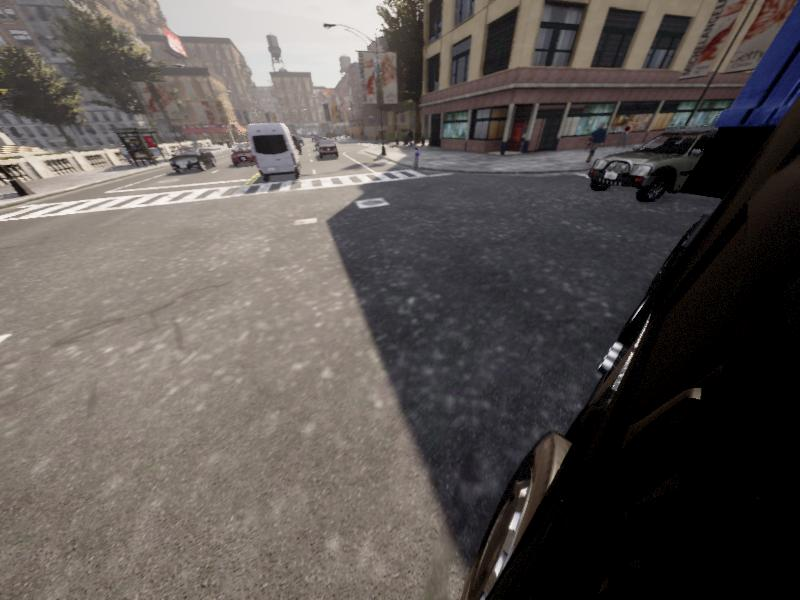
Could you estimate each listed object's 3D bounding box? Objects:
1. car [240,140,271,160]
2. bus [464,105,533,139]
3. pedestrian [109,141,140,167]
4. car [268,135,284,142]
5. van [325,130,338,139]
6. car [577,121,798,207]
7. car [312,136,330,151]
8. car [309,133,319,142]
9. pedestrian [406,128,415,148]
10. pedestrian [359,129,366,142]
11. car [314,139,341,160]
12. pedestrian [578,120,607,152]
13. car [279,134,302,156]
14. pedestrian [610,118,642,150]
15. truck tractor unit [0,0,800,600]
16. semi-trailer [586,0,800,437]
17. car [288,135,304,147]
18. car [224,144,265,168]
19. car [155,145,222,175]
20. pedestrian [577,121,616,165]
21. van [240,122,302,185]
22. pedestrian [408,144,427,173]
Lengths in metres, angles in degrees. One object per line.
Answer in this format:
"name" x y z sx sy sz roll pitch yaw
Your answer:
"car" -15.789 -16.627 25.474 1.882 1.535 5.008 -14 38 -15
"bus" 17.175 -31.298 40.752 10.273 4.253 3.944 -13 38 -14
"pedestrian" -24.839 -13.181 20.871 0.751 1.860 0.751 -7 37 -6
"car" -35.849 -46.734 66.870 2.002 1.452 4.674 -1 37 2
"van" -21.257 -51.280 71.592 1.775 1.987 4.442 4 37 9
"car" 8.965 -4.545 7.581 4.605 1.855 1.932 -10 38 -9
"car" -10.942 -21.520 31.750 1.816 1.474 4.193 -13 38 -14
"car" -20.559 -38.936 55.425 1.851 1.617 3.988 -11 38 -11
"pedestrian" 1.213 -18.694 26.631 0.751 1.860 0.751 -12 38 -12
"pedestrian" -6.988 -30.835 43.303 0.751 1.860 0.751 -30 45 -31
"car" -7.487 -15.432 23.497 2.033 1.411 5.357 -13 38 -13
"pedestrian" 14.012 -11.972 16.897 0.751 1.860 0.751 -13 38 -14
"car" -12.803 -18.344 27.289 1.905 1.878 3.866 -13 38 -13
"pedestrian" 16.574 -12.165 16.998 0.751 1.860 0.751 -13 38 -14
"truck tractor unit" 2.645 -0.295 0.351 6.516 4.208 3.053 -28 44 -30
"semi-trailer" 9.568 -2.797 3.105 14.254 4.402 2.717 -17 39 -18
"car" -19.599 -30.227 43.753 2.152 1.651 5.027 -13 38 -13
"car" -13.532 -12.796 20.375 1.994 1.385 4.181 -14 38 -14
"car" -16.293 -11.129 18.202 2.128 1.511 4.902 -13 38 -13
"pedestrian" 10.342 -8.286 12.210 0.751 1.860 0.751 -27 43 -29
"van" -7.384 -9.032 14.011 1.988 2.561 5.915 -13 38 -13
"pedestrian" 1.001 -8.225 13.417 0.751 1.300 0.751 -18 39 -19
